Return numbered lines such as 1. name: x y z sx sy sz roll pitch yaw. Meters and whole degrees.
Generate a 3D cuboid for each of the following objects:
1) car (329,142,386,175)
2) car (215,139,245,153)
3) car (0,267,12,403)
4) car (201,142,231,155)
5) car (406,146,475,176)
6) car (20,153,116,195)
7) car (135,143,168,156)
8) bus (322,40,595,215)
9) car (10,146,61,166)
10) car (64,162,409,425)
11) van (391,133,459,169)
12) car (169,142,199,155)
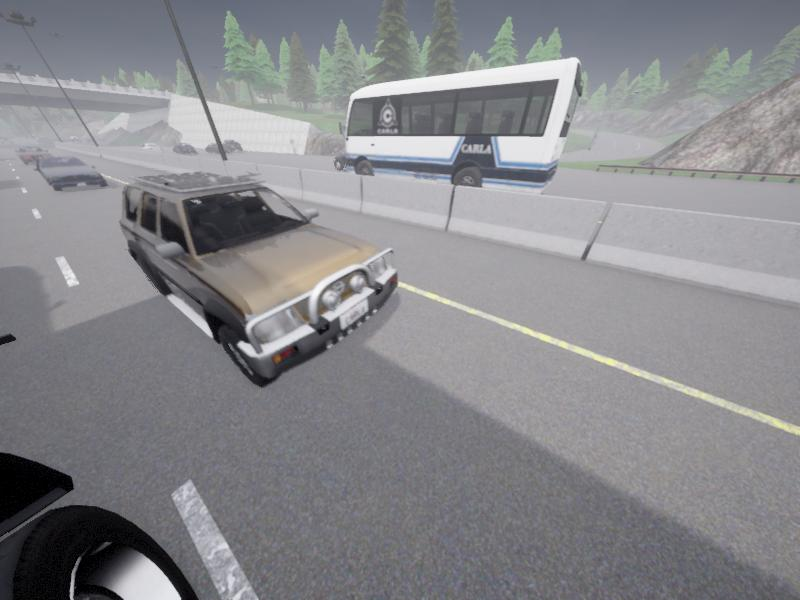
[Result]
1. car: -3.263 -11.011 17.874 3.866 1.878 1.905 22 41 28
2. car: -29.129 -26.457 39.619 4.605 1.855 1.932 23 41 27
3. car: -6.653 0.039 2.422 4.856 1.649 2.033 22 40 28
4. car: -28.678 -23.648 35.982 4.193 1.474 1.816 22 41 28
5. car: 2.986 -10.837 17.866 4.611 1.667 2.242 22 41 28
6. car: -17.618 -6.803 12.227 5.357 1.411 2.033 22 41 28
7. car: -35.146 -21.347 32.695 4.674 1.442 1.812 22 41 28
8. bus: 1.765 -7.385 10.714 10.273 4.253 3.944 22 41 28
9. car: -34.680 -13.740 21.968 4.181 1.385 1.994 22 41 28
10. car: -2.345 -0.784 3.381 4.605 1.855 1.932 22 40 28
11. van: 2.132 -14.007 21.602 5.915 2.561 1.988 22 41 28
12. car: -32.392 -22.698 34.607 4.193 1.474 1.816 22 41 28
